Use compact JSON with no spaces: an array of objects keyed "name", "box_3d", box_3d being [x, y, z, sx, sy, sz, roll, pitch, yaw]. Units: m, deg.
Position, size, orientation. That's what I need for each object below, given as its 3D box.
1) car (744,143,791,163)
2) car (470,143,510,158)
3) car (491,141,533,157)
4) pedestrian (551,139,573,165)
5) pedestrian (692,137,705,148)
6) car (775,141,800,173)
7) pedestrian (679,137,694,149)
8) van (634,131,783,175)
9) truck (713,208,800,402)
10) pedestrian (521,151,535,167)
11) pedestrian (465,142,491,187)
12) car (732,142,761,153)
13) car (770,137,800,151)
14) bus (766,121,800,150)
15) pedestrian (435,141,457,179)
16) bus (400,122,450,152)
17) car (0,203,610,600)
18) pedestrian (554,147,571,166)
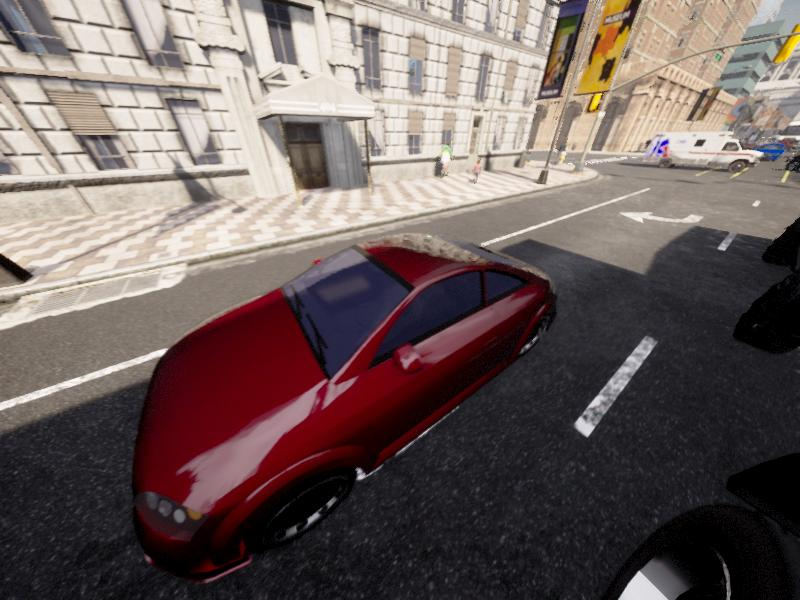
[{"name":"car","box_3d":[38.500,-15.473,24.188,5.008,1.535,1.882,-22,41,-27]},{"name":"car","box_3d":[12.178,-20.529,31.555,2.007,1.525,4.514,-22,41,-28]},{"name":"car","box_3d":[15.637,-21.268,32.450,2.242,1.667,4.611,-22,41,-28]},{"name":"pedestrian","box_3d":[14.073,-12.884,20.120,0.751,1.860,0.751,-23,41,-29]},{"name":"pedestrian","box_3d":[58.953,-31.164,45.666,0.751,1.860,0.751,-22,41,-28]},{"name":"car","box_3d":[29.603,-9.360,15.312,1.932,1.855,4.605,4,36,5]},{"name":"pedestrian","box_3d":[53.678,-29.452,43.282,0.751,1.860,0.751,-18,39,-23]},{"name":"van","box_3d":[23.459,-11.644,18.108,2.351,2.431,6.366,-22,41,-28]},{"name":"truck","box_3d":[7.032,-0.563,2.827,6.274,2.098,2.390,-22,41,-28]},{"name":"pedestrian","box_3d":[10.368,-11.430,18.748,0.500,1.100,0.500,-18,39,-23]},{"name":"pedestrian","box_3d":[3.898,-6.790,11.568,0.751,1.860,0.751,17,39,22]},{"name":"car","box_3d":[56.365,-24.864,37.550,4.718,1.301,1.895,-22,41,-28]},{"name":"car","box_3d":[65.836,-26.633,39.496,3.866,1.878,1.905,-22,41,-28]},{"name":"bus","box_3d":[75.393,-31.379,44.071,10.273,4.253,3.944,-22,41,-28]},{"name":"pedestrian","box_3d":[2.696,-8.282,13.689,0.751,1.860,0.751,-30,45,-35]},{"name":"bus","box_3d":[4.473,-31.711,45.085,3.944,4.253,10.273,-22,41,-27]},{"name":"car","box_3d":[-0.108,0.158,2.492,4.181,1.385,1.994,-22,41,-28]},{"name":"pedestrian","box_3d":[13.759,-12.161,19.584,0.751,1.300,0.751,19,40,25]}]
